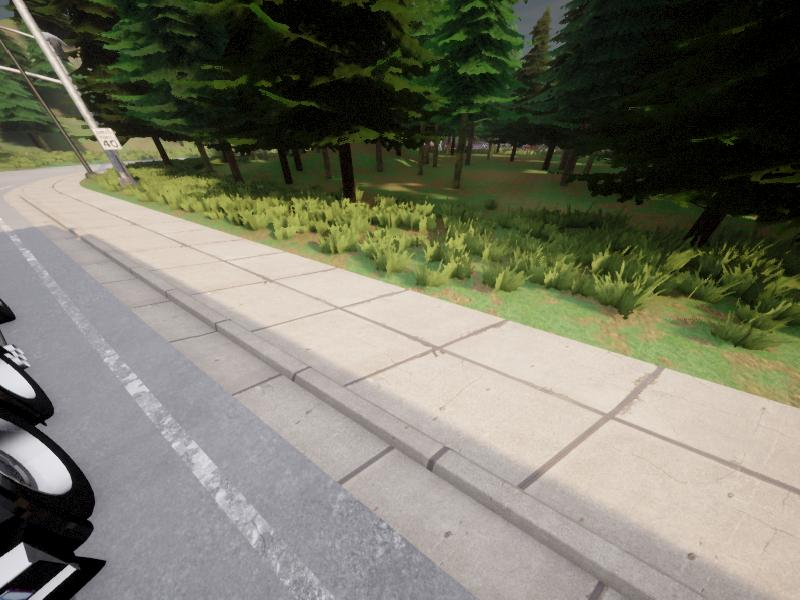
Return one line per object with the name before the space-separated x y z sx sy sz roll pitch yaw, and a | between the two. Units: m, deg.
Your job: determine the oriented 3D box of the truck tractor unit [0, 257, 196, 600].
truck tractor unit | -5.099 -0.312 0.797 6.516 4.208 3.053 19 39 25
